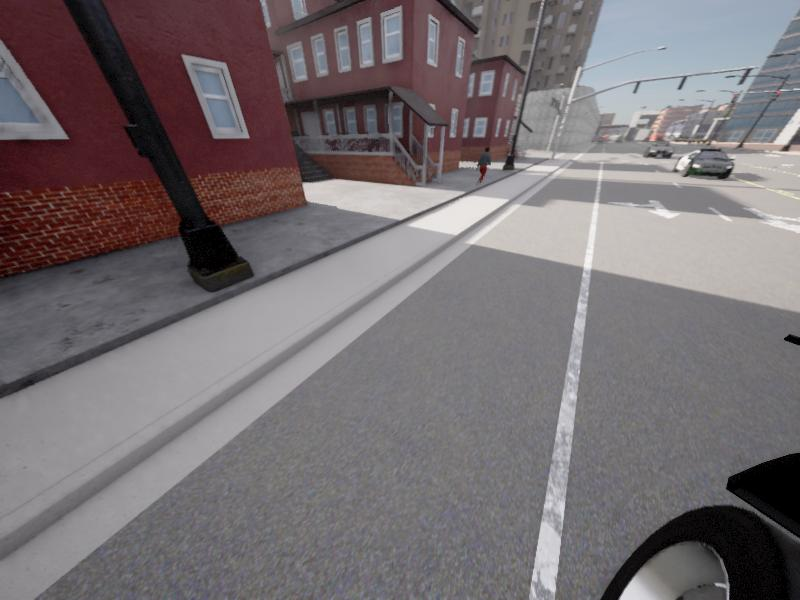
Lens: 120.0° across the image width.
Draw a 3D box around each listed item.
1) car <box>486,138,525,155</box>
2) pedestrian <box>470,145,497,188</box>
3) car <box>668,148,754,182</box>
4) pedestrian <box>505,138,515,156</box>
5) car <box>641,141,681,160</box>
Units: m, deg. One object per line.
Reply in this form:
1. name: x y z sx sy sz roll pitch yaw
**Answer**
1. car: 16.386 -24.041 36.103 4.856 1.649 2.033 26 43 26
2. pedestrian: 4.297 -6.895 11.926 0.751 1.860 0.751 26 43 33
3. car: 20.125 -9.082 15.289 2.038 1.542 4.974 22 41 29
4. pedestrian: 14.259 -19.852 29.953 0.751 1.860 0.751 11 37 17
5. car: 31.578 -18.247 28.115 2.242 1.667 4.611 22 41 29
